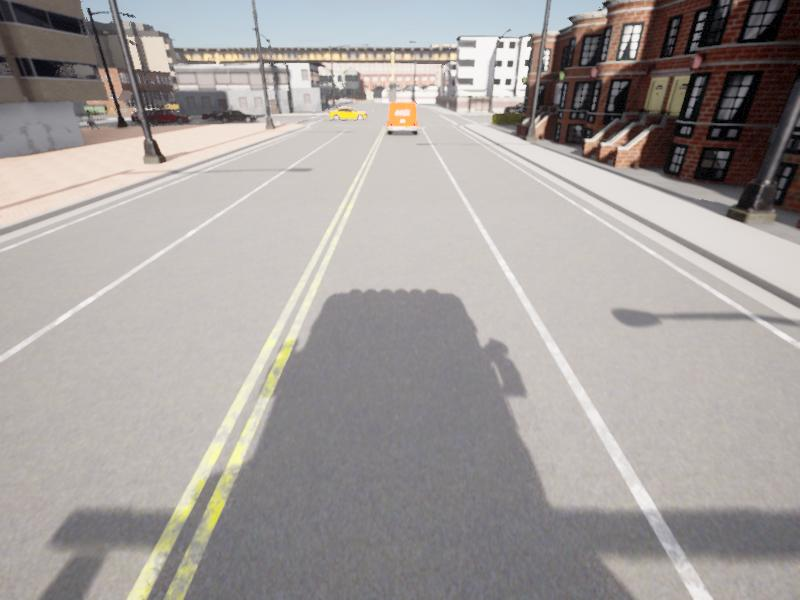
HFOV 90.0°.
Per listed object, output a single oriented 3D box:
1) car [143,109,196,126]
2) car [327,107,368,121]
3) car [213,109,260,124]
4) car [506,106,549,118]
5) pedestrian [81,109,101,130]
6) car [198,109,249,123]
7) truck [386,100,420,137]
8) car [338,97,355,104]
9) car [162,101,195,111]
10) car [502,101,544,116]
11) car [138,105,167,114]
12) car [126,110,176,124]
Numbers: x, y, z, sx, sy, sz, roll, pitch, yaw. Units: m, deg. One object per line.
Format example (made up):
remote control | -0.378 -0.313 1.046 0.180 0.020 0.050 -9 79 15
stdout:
car | -27.521 -21.914 47.885 4.856 1.649 2.033 -2 27 -1
car | -6.646 -23.874 51.296 5.008 1.535 1.882 -1 27 -1
car | -19.557 -22.025 48.015 4.674 1.442 1.812 -1 27 -1
car | 18.265 -27.034 57.462 5.357 1.411 2.033 1 27 1
pedestrian | -30.017 -17.524 38.862 0.751 1.860 0.751 0 27 -1
car | -22.456 -23.544 51.101 5.357 1.411 2.033 -1 27 -1
truck | 0.224 -15.398 33.773 2.627 2.467 5.204 0 28 0
car | -12.725 -47.601 95.476 1.812 1.442 4.674 -19 33 -32
car | -44.715 -39.204 80.851 5.027 1.636 2.152 -1 27 -1
car | 18.464 -28.926 60.416 5.566 2.045 2.150 1 27 1
car | -45.623 -35.151 73.808 3.806 1.475 1.970 -2 27 0
car | -31.651 -23.337 50.994 4.792 1.488 2.163 -2 27 0
